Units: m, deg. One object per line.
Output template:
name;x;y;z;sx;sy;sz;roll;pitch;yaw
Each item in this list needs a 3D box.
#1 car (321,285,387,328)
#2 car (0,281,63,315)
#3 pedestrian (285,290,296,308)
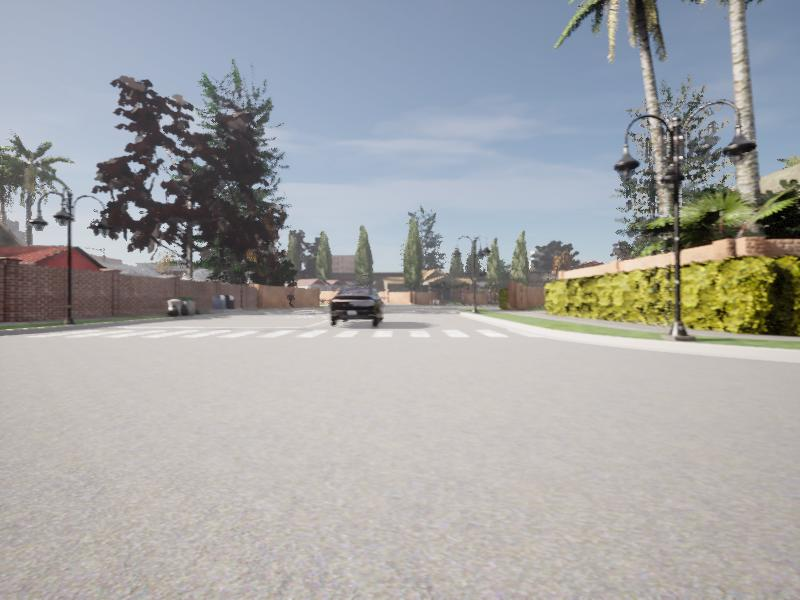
car;-1.684;0.237;16.450;2.128;1.511;4.902;0;0;0
car;-23.256;-0.100;24.142;1.932;1.855;4.605;0;0;0
pedestrian;-11.343;-0.084;41.434;0.751;1.860;0.751;0;0;13
